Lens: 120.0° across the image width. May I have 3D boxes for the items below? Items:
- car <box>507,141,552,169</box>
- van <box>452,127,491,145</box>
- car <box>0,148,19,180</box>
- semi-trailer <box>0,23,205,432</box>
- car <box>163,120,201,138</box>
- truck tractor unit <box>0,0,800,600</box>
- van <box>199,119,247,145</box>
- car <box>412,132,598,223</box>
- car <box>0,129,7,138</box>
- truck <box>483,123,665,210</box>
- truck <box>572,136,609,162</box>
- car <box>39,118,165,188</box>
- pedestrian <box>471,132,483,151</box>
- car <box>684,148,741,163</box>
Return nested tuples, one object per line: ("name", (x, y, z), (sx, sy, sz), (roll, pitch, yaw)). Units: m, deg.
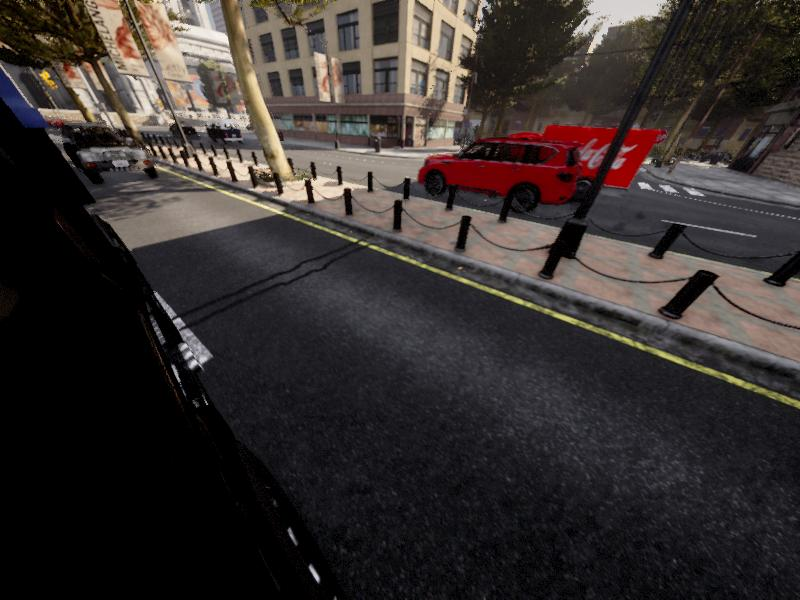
("car", (10.531, -11.860, 18.770), (1.851, 1.617, 3.988), (27, 43, 29))
("van", (13.426, -31.176, 43.970), (6.366, 2.431, 2.351), (25, 42, 27))
("car", (-17.299, -5.819, 9.041), (4.892, 1.490, 1.837), (25, 42, 27))
("semi-trailer", (-8.871, -3.486, 4.043), (14.254, 4.402, 2.717), (26, 43, 28))
("car", (-28.813, -22.620, 30.530), (5.238, 1.638, 1.930), (27, 43, 29))
("truck tractor unit", (-2.645, -0.295, 0.351), (6.516, 4.208, 3.053), (28, 44, 30))
("van", (-18.849, -17.994, 24.675), (4.480, 2.038, 2.069), (25, 42, 28))
("car", (3.403, -4.787, 8.537), (5.566, 2.045, 2.150), (26, 43, 27))
("car", (-38.158, -15.593, 20.746), (4.674, 1.442, 1.812), (20, 40, 22))
("truck", (6.851, -5.933, 9.929), (5.204, 2.467, 2.627), (26, 43, 27))
("truck", (21.712, -17.316, 26.337), (2.390, 2.098, 6.274), (25, 42, 26))
("car", (-12.190, -6.158, 9.489), (4.605, 1.855, 1.932), (26, 43, 26))
("pedestrian", (9.361, -19.339, 28.139), (0.751, 1.860, 0.751), (-10, 39, -17))
("car", (42.237, -19.671, 31.395), (4.181, 1.385, 1.994), (27, 43, 29))
